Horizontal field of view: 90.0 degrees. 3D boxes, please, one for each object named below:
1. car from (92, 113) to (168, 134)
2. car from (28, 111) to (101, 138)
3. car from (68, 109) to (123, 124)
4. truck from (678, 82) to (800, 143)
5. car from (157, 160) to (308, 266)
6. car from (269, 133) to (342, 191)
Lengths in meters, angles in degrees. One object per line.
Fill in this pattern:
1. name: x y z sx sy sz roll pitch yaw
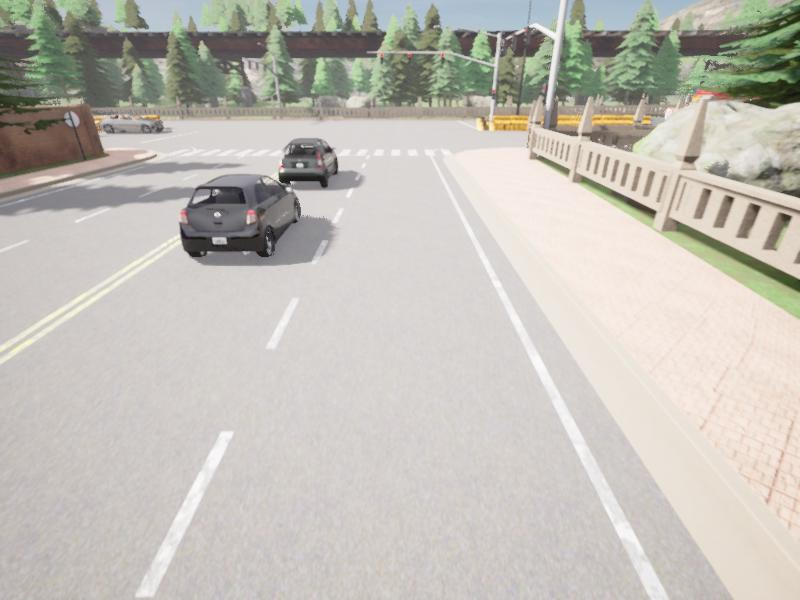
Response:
1. car: -24.050 -15.828 35.833 5.027 1.651 2.152 0 27 0
2. car: -27.294 -14.355 32.665 3.866 1.878 1.905 0 27 0
3. car: -36.777 -22.166 48.369 4.892 1.490 1.837 0 27 0
4. truck: 25.865 -13.571 28.921 8.468 3.827 2.891 0 27 0
5. car: -3.500 -2.175 9.237 1.845 1.501 3.633 0 27 0
6. car: -3.505 -5.532 15.707 1.851 1.617 3.988 0 27 0
